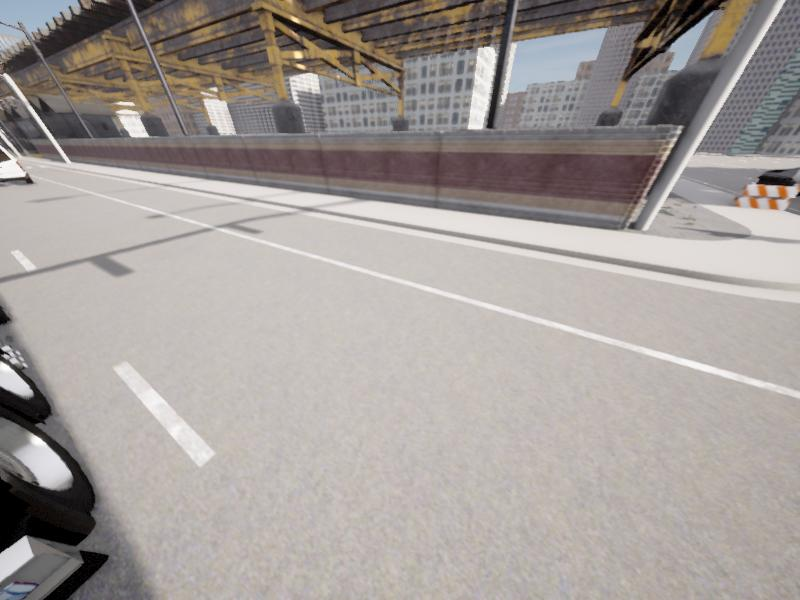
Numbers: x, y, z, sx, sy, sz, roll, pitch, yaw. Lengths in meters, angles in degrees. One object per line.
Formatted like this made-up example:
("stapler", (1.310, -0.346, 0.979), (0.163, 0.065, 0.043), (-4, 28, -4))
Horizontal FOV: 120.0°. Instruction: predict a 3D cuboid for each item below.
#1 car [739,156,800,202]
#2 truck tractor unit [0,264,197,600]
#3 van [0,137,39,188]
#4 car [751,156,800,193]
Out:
("car", (17.991, -4.522, 8.936), (2.038, 1.542, 4.974), (-10, 36, -13))
("truck tractor unit", (-5.118, -0.291, 0.782), (6.516, 4.208, 3.053), (18, 39, 24))
("van", (-26.571, -8.888, 14.831), (5.915, 2.561, 1.988), (18, 39, 24))
("car", (17.975, -4.679, 8.886), (1.853, 1.218, 4.536), (-10, 36, -13))
